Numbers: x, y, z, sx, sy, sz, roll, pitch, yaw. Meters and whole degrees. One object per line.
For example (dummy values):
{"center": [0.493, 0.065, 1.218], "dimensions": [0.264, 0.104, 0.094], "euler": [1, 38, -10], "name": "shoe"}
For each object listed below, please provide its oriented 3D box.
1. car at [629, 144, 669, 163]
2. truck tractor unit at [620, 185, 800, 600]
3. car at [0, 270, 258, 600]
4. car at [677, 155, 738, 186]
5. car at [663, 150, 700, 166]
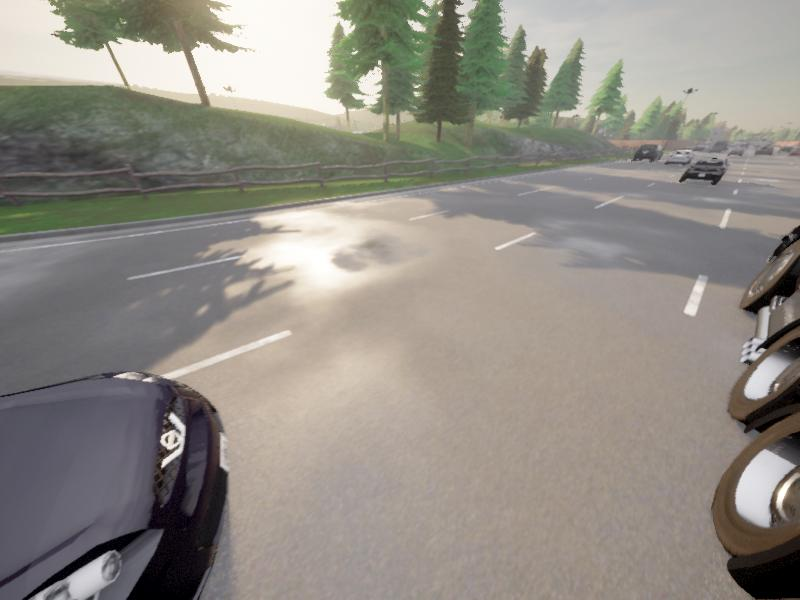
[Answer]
{"center": [33.719, -19.863, 31.237], "dimensions": [5.566, 2.045, 2.150], "euler": [-24, 41, -31], "name": "car"}
{"center": [4.967, -0.423, 0.961], "dimensions": [6.516, 4.208, 3.053], "euler": [-24, 41, -30], "name": "truck tractor unit"}
{"center": [-2.795, 1.406, 0.675], "dimensions": [3.633, 1.501, 1.845], "euler": [-20, 40, -27], "name": "car"}
{"center": [21.091, -8.955, 15.833], "dimensions": [4.193, 1.474, 1.816], "euler": [-24, 41, -31], "name": "car"}
{"center": [33.924, -17.202, 27.857], "dimensions": [3.806, 1.475, 1.970], "euler": [-24, 41, -31], "name": "car"}
